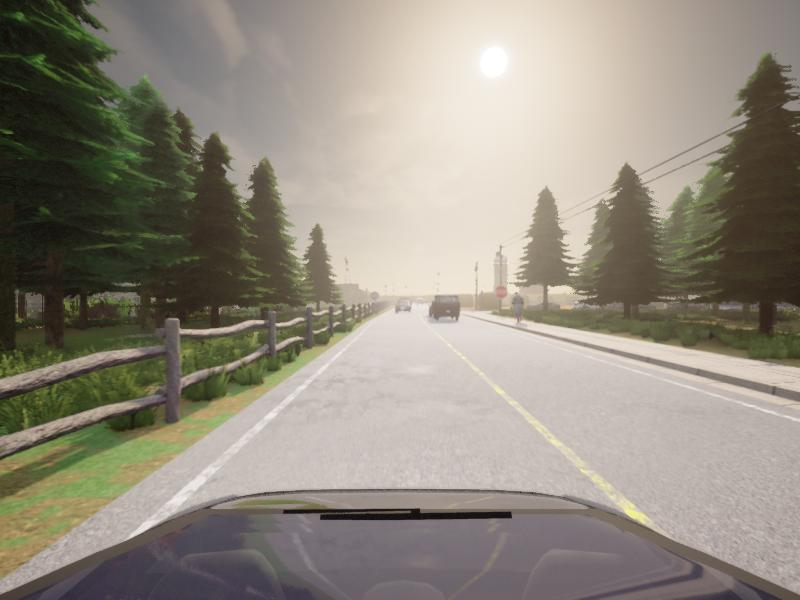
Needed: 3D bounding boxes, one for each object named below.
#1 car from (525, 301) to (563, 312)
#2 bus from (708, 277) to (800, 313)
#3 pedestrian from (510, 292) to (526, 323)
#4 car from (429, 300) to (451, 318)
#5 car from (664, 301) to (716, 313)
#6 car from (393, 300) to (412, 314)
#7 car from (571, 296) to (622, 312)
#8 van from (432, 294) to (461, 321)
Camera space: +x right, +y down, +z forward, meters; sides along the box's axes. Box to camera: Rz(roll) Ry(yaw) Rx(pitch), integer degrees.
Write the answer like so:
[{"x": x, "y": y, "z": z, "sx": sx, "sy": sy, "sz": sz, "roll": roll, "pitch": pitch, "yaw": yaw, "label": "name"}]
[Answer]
[{"x": 18.791, "y": 0.865, "z": 52.228, "sx": 4.181, "sy": 1.385, "sz": 1.994, "roll": 0, "pitch": 0, "yaw": -2, "label": "car"}, {"x": 44.733, "y": -0.572, "z": 49.439, "sx": 10.273, "sy": 4.253, "sz": 3.944, "roll": 0, "pitch": 0, "yaw": -1, "label": "bus"}, {"x": 7.057, "y": 0.447, "z": 23.929, "sx": 0.751, "sy": 1.860, "sz": 0.751, "roll": 0, "pitch": 0, "yaw": -2, "label": "pedestrian"}, {"x": 3.675, "y": 0.787, "z": 37.351, "sx": 1.837, "sy": 1.490, "sz": 4.892, "roll": 0, "pitch": 0, "yaw": 3, "label": "car"}, {"x": 35.559, "y": 0.813, "z": 49.108, "sx": 4.792, "sy": 1.488, "sz": 2.163, "roll": 0, "pitch": 0, "yaw": -1, "label": "car"}, {"x": 0.372, "y": 0.769, "z": 46.627, "sx": 2.128, "sy": 1.511, "sz": 4.902, "roll": 0, "pitch": 0, "yaw": 2, "label": "car"}, {"x": 25.681, "y": 0.526, "z": 52.378, "sx": 5.566, "sy": 2.045, "sz": 2.150, "roll": 0, "pitch": 0, "yaw": -1, "label": "car"}, {"x": 3.527, "y": 0.549, "z": 31.126, "sx": 1.775, "sy": 1.987, "sz": 4.442, "roll": 0, "pitch": 0, "yaw": 1, "label": "van"}]
